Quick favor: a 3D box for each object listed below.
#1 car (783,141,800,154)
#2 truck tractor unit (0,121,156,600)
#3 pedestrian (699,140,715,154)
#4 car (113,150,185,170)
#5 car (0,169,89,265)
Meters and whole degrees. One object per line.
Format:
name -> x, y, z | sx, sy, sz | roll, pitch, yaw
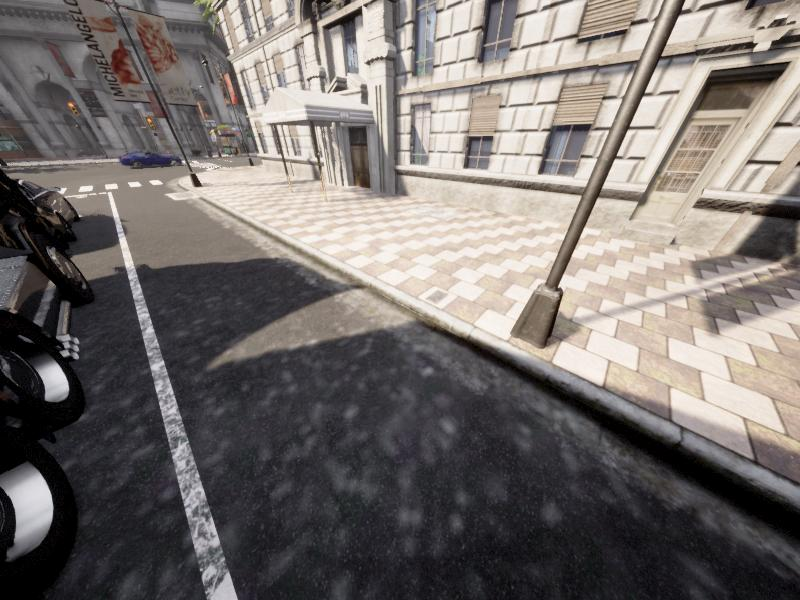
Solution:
car -> 64.409, -23.585, 35.779 | 2.097, 1.767, 4.553 | -4, 35, -6
truck tractor unit -> -4.849, -0.504, 1.069 | 6.516, 4.208, 3.053 | 28, 44, 34
pedestrian -> 50.570, -25.187, 38.077 | 0.751, 1.860, 0.751 | -29, 44, -35
car -> -25.239, -14.285, 23.420 | 1.812, 1.442, 4.674 | 28, 44, 34
car -> -10.634, -2.441, 6.257 | 4.902, 1.511, 2.128 | 28, 44, 34
